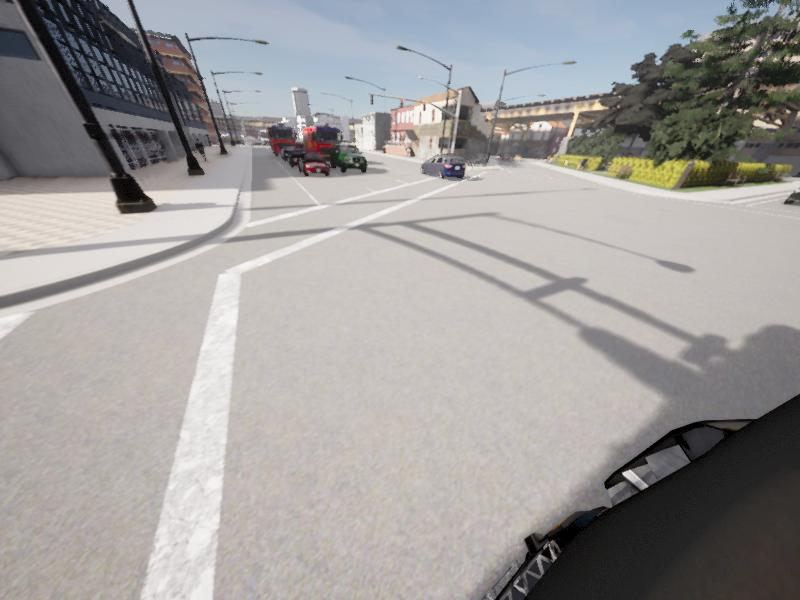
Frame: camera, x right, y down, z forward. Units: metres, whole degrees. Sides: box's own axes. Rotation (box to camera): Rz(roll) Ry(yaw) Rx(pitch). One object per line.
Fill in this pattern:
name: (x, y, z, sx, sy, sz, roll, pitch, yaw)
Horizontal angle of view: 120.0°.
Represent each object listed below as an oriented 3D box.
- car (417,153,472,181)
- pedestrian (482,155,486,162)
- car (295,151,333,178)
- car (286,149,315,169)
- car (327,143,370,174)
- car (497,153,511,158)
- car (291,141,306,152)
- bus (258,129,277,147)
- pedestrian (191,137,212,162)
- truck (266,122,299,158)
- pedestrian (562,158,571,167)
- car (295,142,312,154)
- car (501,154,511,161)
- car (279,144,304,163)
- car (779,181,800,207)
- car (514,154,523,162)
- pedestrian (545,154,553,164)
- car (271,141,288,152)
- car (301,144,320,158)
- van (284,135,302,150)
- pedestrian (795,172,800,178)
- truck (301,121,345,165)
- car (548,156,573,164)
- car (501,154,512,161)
car: (3.675, -11.636, 20.092, 2.242, 1.667, 4.611, -13, 37, -22)
pedestrian: (17.013, -28.530, 46.593, 0.500, 1.100, 0.500, 13, 35, 16)
car: (-6.726, -10.544, 17.864, 1.816, 1.474, 4.193, -14, 37, -23)
car: (-9.999, -14.108, 23.025, 1.994, 1.385, 4.181, -14, 37, -23)
car: (-4.784, -12.930, 21.040, 2.150, 2.045, 5.566, -14, 38, -24)
car: (37.360, -52.102, 83.371, 1.816, 1.474, 4.193, -14, 37, -24)
car: (-19.300, -29.168, 43.792, 1.970, 1.475, 3.806, -14, 38, -23)
bus: (-42.349, -51.507, 73.750, 3.944, 4.253, 10.273, -14, 36, -23)
pedestrian: (-17.772, -13.426, 20.680, 0.751, 1.860, 0.751, -26, 43, -36)
truck: (-17.229, -23.412, 33.718, 2.891, 3.827, 8.468, -14, 39, -24)
pedestrian: (29.693, -24.463, 41.207, 0.751, 1.300, 0.751, 16, 36, 19)
car: (-16.458, -25.888, 39.355, 1.816, 1.474, 4.193, -14, 39, -24)
car: (29.619, -39.941, 64.587, 1.970, 1.475, 3.806, 12, 35, 14)
car: (-13.179, -17.772, 27.964, 2.038, 1.542, 4.974, -14, 38, -24)
car: (27.023, -6.789, 14.508, 5.027, 1.651, 2.152, -14, 37, -23)
car: (32.956, -39.737, 64.429, 1.801, 1.575, 5.366, 14, 36, 16)
pedestrian: (33.657, -31.945, 52.207, 0.751, 1.860, 0.751, 12, 35, 14)
car: (-21.302, -27.045, 40.669, 1.994, 1.385, 4.181, -15, 39, -24)
car: (-13.579, -22.583, 34.936, 1.812, 1.442, 4.674, -14, 39, -23)
van: (-22.870, -33.623, 49.163, 2.351, 2.431, 6.366, -14, 38, -24)
pedestrian: (72.008, -22.609, 41.524, 0.500, 1.100, 0.500, -14, 37, -23)
truck: (-9.475, -19.011, 28.043, 2.891, 3.827, 8.468, -14, 38, -24)
car: (44.949, -39.346, 64.877, 2.152, 1.651, 5.027, -14, 37, -24)
car: (27.624, -36.965, 59.982, 1.970, 1.475, 3.806, 12, 35, 14)
